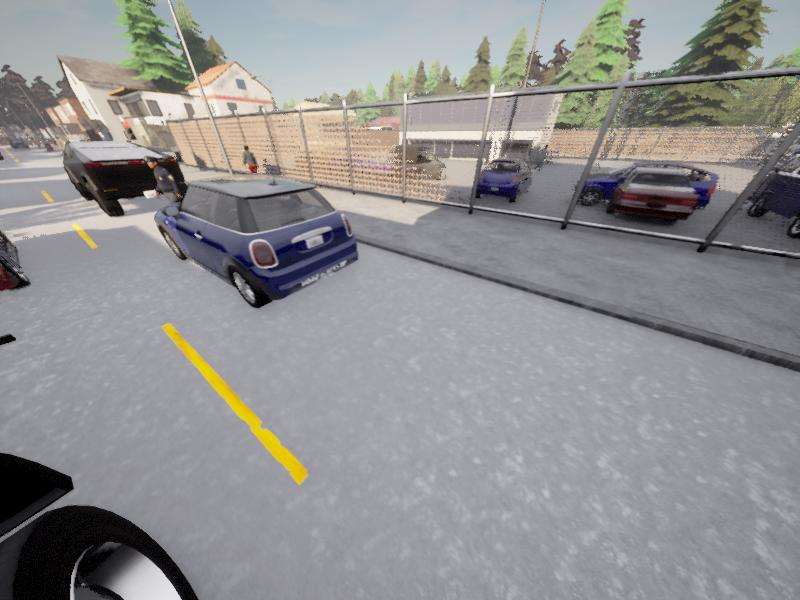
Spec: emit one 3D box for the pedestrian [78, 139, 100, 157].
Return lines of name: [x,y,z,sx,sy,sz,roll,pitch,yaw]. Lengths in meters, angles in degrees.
pedestrian: [-37.832,-18.524,28.136,0.751,1.860,0.751,29,44,35]

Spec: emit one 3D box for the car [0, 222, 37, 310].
car: [-8.426,-0.800,3.814,4.181,1.385,1.994,22,41,28]

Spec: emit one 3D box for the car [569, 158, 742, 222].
car: [8.764,-4.206,8.505,3.705,1.547,1.789,22,41,28]

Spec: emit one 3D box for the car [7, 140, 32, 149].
car: [-79.418,-32.457,48.167,4.974,1.542,2.038,22,41,28]

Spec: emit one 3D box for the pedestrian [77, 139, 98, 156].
pedestrian: [-39.716,-19.395,29.360,0.751,1.860,0.751,27,43,33]

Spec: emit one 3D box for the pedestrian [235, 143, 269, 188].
pedestrian: [-7.456,-6.797,11.698,0.751,1.860,0.751,-25,43,-32]

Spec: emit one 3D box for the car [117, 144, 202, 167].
car: [-22.801,-13.943,22.161,1.930,1.638,5.238,26,42,31]

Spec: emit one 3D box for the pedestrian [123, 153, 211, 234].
pedestrian: [-6.264,-2.894,6.338,0.751,1.860,0.751,13,37,17]

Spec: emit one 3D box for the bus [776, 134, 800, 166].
bus: [48.404,-16.815,24.471,10.273,4.253,3.944,-7,34,-10]

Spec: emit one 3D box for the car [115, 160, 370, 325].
car: [-3.078,-1.613,4.639,4.553,1.767,2.097,22,41,28]

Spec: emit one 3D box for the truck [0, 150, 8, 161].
truck: [-47.143,-17.500,25.143,8.468,3.827,2.891,22,41,28]

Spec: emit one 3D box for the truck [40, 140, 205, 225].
truck: [-10.699,-4.822,8.881,6.274,2.098,2.390,22,41,28]

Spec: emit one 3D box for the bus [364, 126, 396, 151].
bus: [-4.696,-37.284,53.189,3.944,4.253,10.273,-16,39,-18]
